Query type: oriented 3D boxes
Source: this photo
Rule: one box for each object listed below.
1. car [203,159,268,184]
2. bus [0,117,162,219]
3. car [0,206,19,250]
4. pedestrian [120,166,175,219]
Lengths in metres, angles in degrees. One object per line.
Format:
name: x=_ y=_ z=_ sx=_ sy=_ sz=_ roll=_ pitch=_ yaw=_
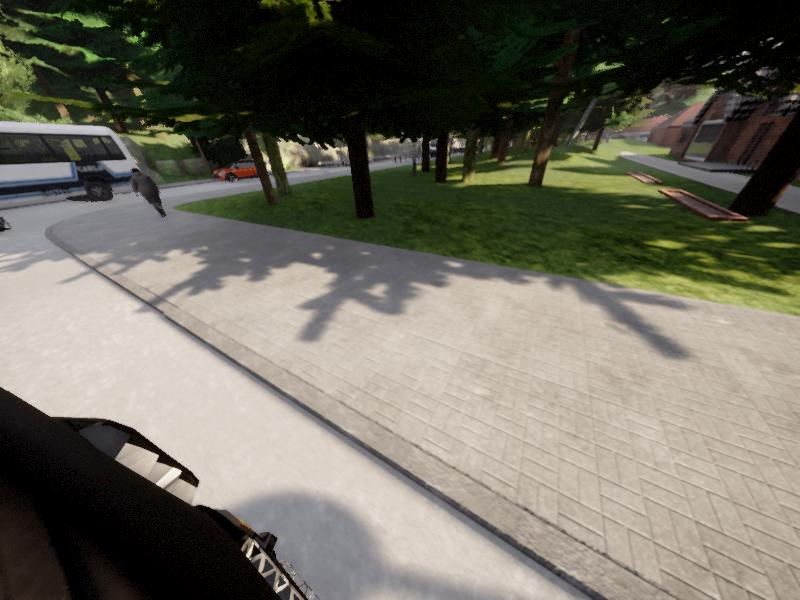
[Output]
car: x=-16.288 y=-12.994 z=23.196 sx=2.097 sy=1.767 sz=4.553 roll=16 pitch=38 yaw=26
bus: x=-21.486 y=-7.299 z=12.819 sx=3.944 sy=4.253 sz=10.273 roll=6 pitch=34 yaw=13
car: x=-15.547 y=-2.577 z=7.815 sx=5.357 sy=1.411 sz=2.033 roll=22 pitch=41 yaw=33
pedestrian: x=-10.371 y=-4.433 z=9.545 sx=0.751 sy=1.860 sz=0.751 roll=24 pitch=42 yaw=34
